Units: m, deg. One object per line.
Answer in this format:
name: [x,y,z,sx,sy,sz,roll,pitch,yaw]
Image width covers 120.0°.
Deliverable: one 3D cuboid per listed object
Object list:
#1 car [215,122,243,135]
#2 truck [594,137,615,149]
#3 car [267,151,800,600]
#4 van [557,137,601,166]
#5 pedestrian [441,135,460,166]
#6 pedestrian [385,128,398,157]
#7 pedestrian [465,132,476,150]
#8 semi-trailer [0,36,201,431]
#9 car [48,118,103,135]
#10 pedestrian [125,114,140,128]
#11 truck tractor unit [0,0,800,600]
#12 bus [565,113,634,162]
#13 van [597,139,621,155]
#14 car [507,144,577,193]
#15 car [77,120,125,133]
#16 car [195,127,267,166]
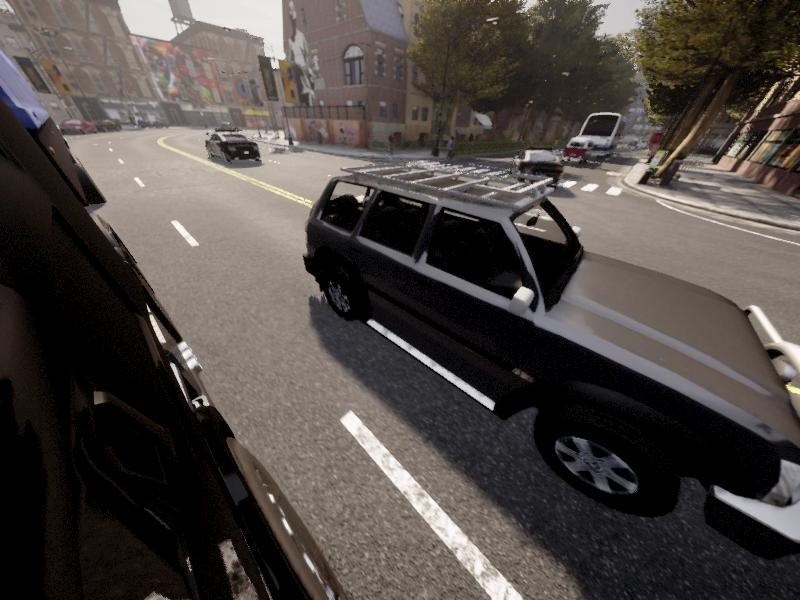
car: [-28.943,-29.191,39.286,2.242,1.667,4.611,-8,38,-13]
truck: [48.193,-36.957,54.343,2.390,2.098,6.274,30,45,31]
car: [0.807,-0.336,2.591,4.605,1.855,1.932,30,44,31]
van: [17.418,-14.529,22.470,2.069,2.038,4.480,30,45,31]
pedestrian: [3.627,-10.807,16.712,0.751,1.860,0.751,27,43,28]
pedestrian: [-0.720,-12.964,19.049,0.751,1.860,0.751,28,44,30]
pedestrian: [8.916,-20.117,29.218,0.751,1.860,0.751,26,43,28]
semi-trailer: [-8.660,-3.637,4.256,14.254,4.402,2.717,29,44,30]
car: [-37.873,-20.418,27.182,2.002,1.452,4.674,-16,41,-23]
pedestrian: [-48.187,-32.212,41.599,0.751,1.860,0.751,-6,38,-12]
truck tractor unit: [-2.645,-0.295,0.351,6.516,4.208,3.053,28,44,30]
bus: [24.778,-20.114,28.562,3.944,4.253,10.273,30,45,31]
van: [33.699,-24.733,37.189,1.775,1.987,4.442,30,45,31]
car: [7.288,-7.296,12.494,1.930,1.638,5.238,11,37,12]
car: [-40.310,-23.547,31.319,1.895,1.301,4.718,-9,38,-15]
car: [-10.942,-9.970,14.863,5.238,1.638,1.930,30,45,32]
